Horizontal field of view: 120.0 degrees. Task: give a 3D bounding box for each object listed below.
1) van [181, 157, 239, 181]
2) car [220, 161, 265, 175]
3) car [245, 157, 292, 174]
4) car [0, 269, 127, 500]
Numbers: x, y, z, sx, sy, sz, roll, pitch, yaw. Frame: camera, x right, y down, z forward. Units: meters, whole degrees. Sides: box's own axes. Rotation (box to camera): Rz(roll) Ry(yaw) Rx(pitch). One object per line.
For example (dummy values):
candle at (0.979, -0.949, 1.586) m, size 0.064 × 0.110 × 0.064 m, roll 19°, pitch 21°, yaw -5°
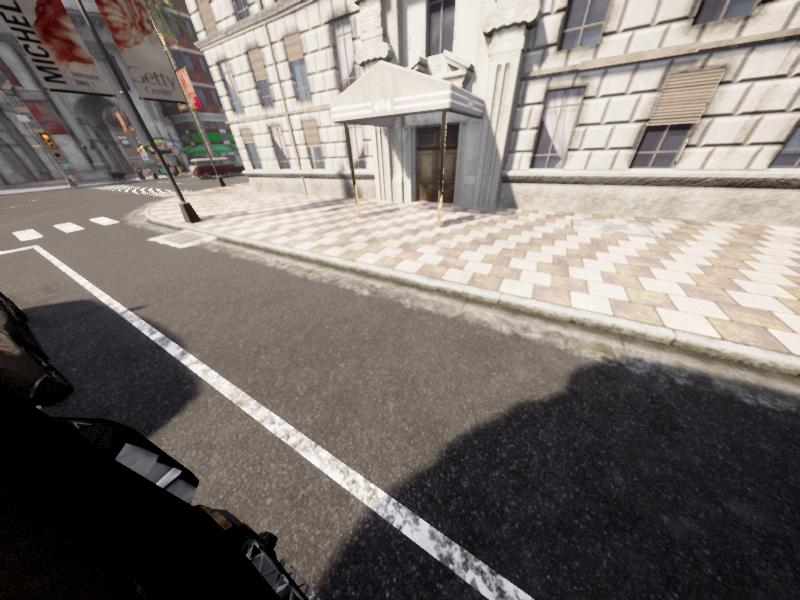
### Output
van at (-21.602, -15.096, 26.540) m, size 1.775 × 1.987 × 4.442 m, roll 16°, pitch 38°, yaw 26°
car at (-21.803, -18.465, 32.249) m, size 1.895 × 1.301 × 4.718 m, roll 16°, pitch 38°, yaw 27°
car at (-17.928, -18.589, 31.825) m, size 1.930 × 1.638 × 5.238 m, roll 16°, pitch 38°, yaw 26°
car at (-5.464, 0.512, 2.228) m, size 4.902 × 1.511 × 2.128 m, roll 15°, pitch 38°, yaw 25°
